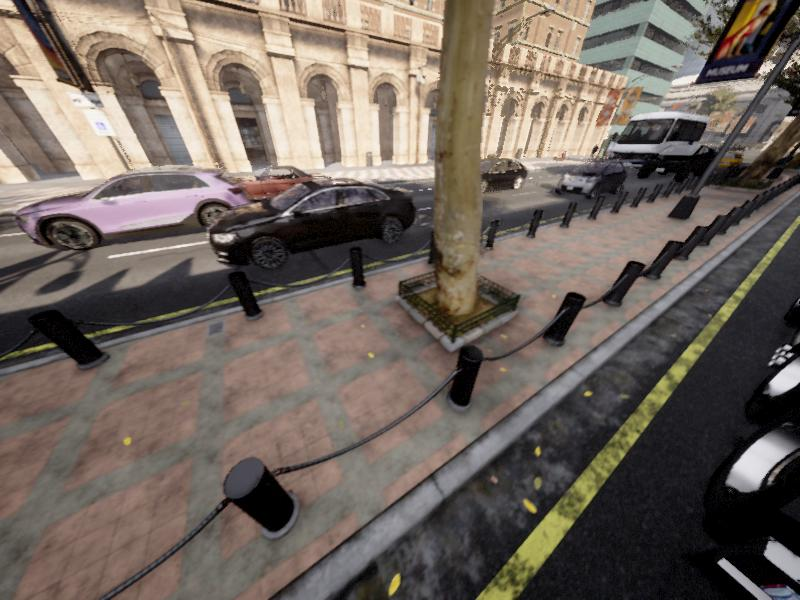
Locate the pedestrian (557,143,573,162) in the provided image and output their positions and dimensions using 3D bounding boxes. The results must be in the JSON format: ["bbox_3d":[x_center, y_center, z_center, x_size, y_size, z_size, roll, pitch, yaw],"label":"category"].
[{"bbox_3d":[19.653,-17.584,27.540,0.751,1.860,0.751,-18,39,-25],"label":"pedestrian"}]

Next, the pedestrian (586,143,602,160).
[{"bbox_3d":[25.248,-19.324,30.092,0.751,1.860,0.751,-21,40,-27],"label":"pedestrian"}]

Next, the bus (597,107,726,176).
[{"bbox_3d":[23.615,-14.221,20.949,10.273,4.253,3.944,-19,39,-26],"label":"bus"}]

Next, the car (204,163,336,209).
[{"bbox_3d":[-5.595,-5.282,10.418,4.718,1.301,1.895,-19,39,-25],"label":"car"}]

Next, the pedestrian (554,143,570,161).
[{"bbox_3d":[20.495,-18.757,29.234,0.751,1.860,0.751,-11,36,-16],"label":"pedestrian"}]

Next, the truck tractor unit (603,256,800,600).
[{"bbox_3d":[5.097,-0.315,0.802,6.516,4.208,3.053,-19,39,-25],"label":"truck tractor unit"}]

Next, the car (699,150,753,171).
[{"bbox_3d":[32.051,-13.771,22.715,5.366,1.575,1.801,-19,39,-25],"label":"car"}]

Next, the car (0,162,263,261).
[{"bbox_3d":[-6.942,-2.785,6.531,4.856,1.649,2.033,-19,39,-25],"label":"car"}]

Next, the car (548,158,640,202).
[{"bbox_3d":[9.552,-6.052,11.461,3.633,1.501,1.845,-19,39,-25],"label":"car"}]

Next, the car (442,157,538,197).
[{"bbox_3d":[4.850,-6.763,12.475,4.892,1.490,1.837,-19,39,-25],"label":"car"}]

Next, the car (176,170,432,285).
[{"bbox_3d":[-1.872,-2.133,5.741,4.902,1.511,2.128,-19,39,-25],"label":"car"}]

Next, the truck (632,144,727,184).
[{"bbox_3d":[19.972,-9.850,16.516,6.274,2.098,2.390,-19,39,-25],"label":"truck"}]
